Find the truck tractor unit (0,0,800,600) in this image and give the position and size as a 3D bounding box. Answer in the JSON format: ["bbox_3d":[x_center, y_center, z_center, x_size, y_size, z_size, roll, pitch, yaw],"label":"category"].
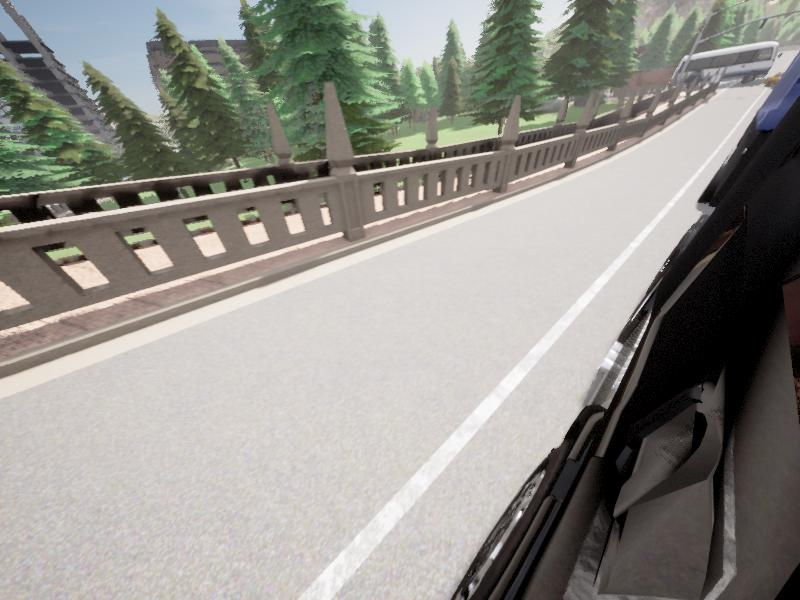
[{"bbox_3d":[2.645,-0.295,0.351,6.516,4.208,3.053,-28,44,-30],"label":"truck tractor unit"}]

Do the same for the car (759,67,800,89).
[{"bbox_3d":[46.466,-26.548,27.569,1.801,1.575,5.366,13,45,25],"label":"car"}]

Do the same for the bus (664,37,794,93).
[{"bbox_3d":[49.238,-35.521,35.337,3.944,4.253,10.273,-35,46,-27],"label":"bus"}]

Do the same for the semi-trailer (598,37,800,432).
[{"bbox_3d":[8.684,-3.635,4.210,14.254,4.402,2.717,-28,44,-30],"label":"semi-trailer"}]
